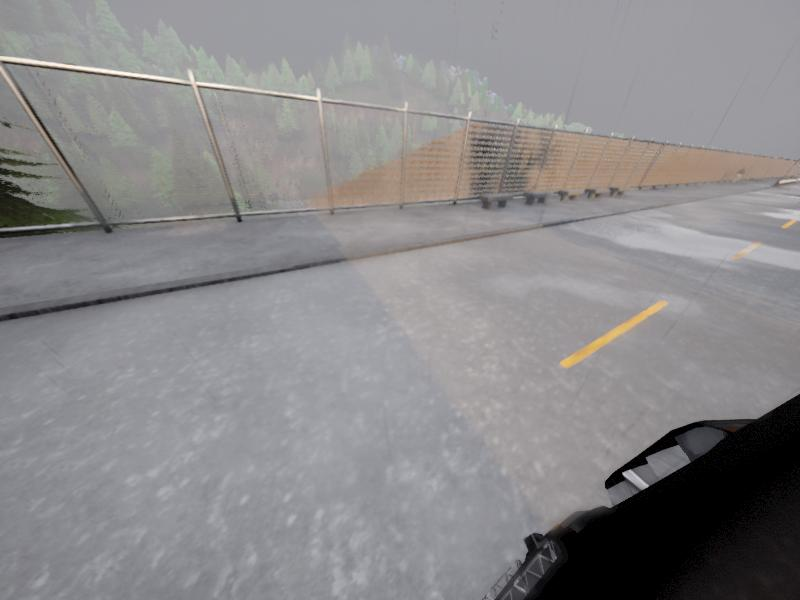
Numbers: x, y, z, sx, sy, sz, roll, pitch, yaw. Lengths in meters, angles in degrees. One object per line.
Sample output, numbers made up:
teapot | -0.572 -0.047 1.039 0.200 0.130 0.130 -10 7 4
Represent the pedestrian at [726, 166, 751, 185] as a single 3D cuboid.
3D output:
pedestrian | 39.665 -14.629 27.070 0.751 1.860 0.751 -16 38 -26
